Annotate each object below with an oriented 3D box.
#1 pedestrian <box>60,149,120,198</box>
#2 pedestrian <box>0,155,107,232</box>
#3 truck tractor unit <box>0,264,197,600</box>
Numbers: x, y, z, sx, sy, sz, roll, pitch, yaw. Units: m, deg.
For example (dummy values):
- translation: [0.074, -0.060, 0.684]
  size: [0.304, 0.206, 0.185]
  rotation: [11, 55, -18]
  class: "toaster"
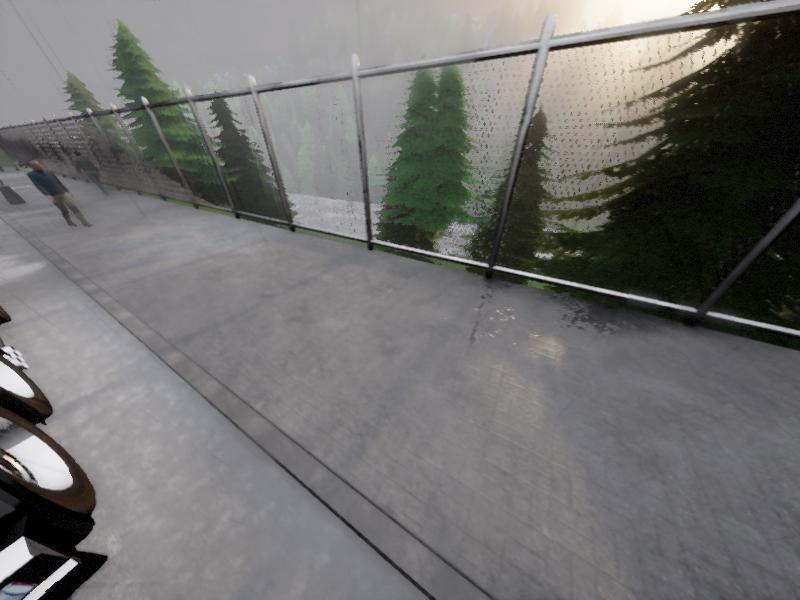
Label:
- translation: [-14.188, -5.814, 10.636]
  size: [0.751, 1.860, 0.751]
  rotation: [18, 39, 25]
  class: "pedestrian"
- translation: [-9.776, -3.019, 6.581]
  size: [0.751, 1.860, 0.751]
  rotation: [8, 36, 12]
  class: "pedestrian"
- translation: [-5.124, -0.283, 0.793]
  size: [6.516, 4.208, 3.053]
  rotation: [18, 39, 25]
  class: "truck tractor unit"
